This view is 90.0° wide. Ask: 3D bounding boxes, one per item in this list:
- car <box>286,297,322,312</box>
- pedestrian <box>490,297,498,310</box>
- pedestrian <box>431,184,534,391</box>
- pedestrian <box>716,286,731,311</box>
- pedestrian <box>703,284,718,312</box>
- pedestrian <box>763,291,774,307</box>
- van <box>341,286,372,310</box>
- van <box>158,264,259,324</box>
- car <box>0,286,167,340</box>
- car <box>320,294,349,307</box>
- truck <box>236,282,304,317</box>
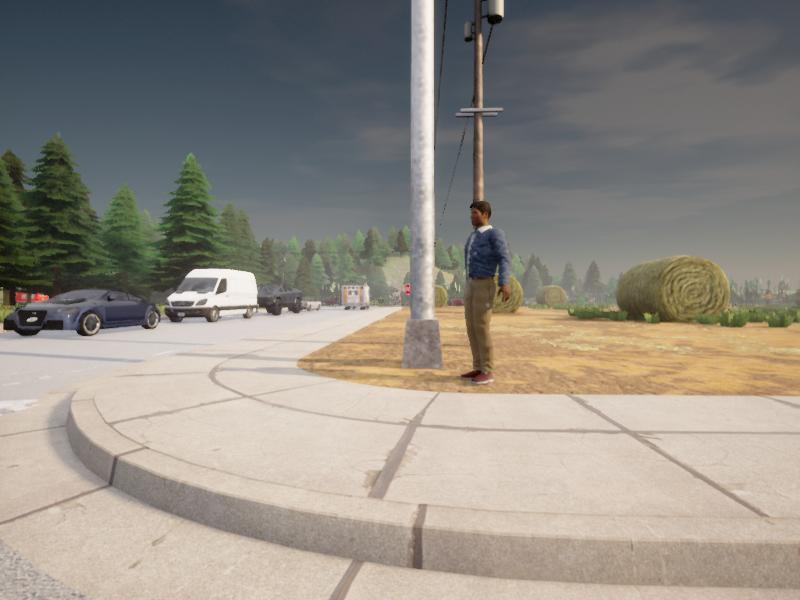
[{"bbox_3d":[-8.417,0.368,35.422,1.895,1.301,4.718,0,0,3],"label":"car"},{"bbox_3d":[7.649,0.271,32.572,0.500,1.100,0.500,0,0,24],"label":"pedestrian"},{"bbox_3d":[0.807,-0.111,4.065,0.751,1.860,0.751,0,0,-17],"label":"pedestrian"},{"bbox_3d":[25.150,-0.116,31.129,0.751,1.860,0.751,0,0,-36],"label":"pedestrian"},{"bbox_3d":[21.099,-0.116,27.211,0.751,1.860,0.751,0,0,43],"label":"pedestrian"},{"bbox_3d":[41.410,-0.116,44.969,0.751,1.860,0.751,0,0,-28],"label":"pedestrian"},{"bbox_3d":[-4.519,-0.197,42.868,2.351,2.431,6.366,0,0,3],"label":"van"},{"bbox_3d":[-9.176,-0.252,19.958,1.988,2.561,5.915,0,0,3],"label":"van"},{"bbox_3d":[-9.547,0.332,12.483,1.994,1.385,4.181,0,0,3],"label":"car"},{"bbox_3d":[-9.979,0.036,60.870,3.866,1.878,1.905,0,-1,19],"label":"car"},{"bbox_3d":[-8.762,-0.033,27.826,2.390,2.098,6.274,0,0,3],"label":"truck"}]
